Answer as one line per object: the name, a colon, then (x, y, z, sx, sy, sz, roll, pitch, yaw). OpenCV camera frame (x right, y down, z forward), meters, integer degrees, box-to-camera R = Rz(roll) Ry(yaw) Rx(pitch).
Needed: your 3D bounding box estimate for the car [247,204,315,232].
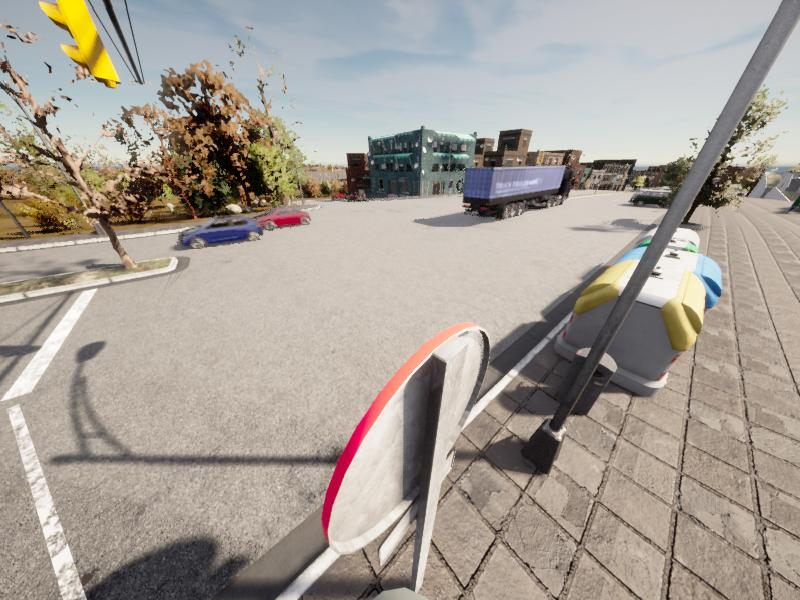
car: (-9.275, -6.568, 18.214, 4.181, 1.385, 1.994, -22, 36, -34)

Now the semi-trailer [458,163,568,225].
semi-trailer: (11.548, -10.824, 22.652, 14.254, 4.402, 2.717, -23, 36, -34)

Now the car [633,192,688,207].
car: (36.754, -14.328, 32.812, 4.674, 1.452, 2.002, 17, 33, 25)

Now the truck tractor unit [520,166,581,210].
truck tractor unit: (17.635, -13.288, 27.098, 6.516, 4.208, 3.053, -22, 36, -34)

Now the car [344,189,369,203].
car: (-7.687, -18.245, 40.559, 3.866, 1.878, 1.905, 14, 31, 33)

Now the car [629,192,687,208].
car: (34.472, -13.468, 31.109, 4.674, 1.452, 2.002, 17, 32, 25)

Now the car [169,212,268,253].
car: (-10.606, -4.158, 13.777, 4.193, 1.474, 1.816, -22, 36, -35)

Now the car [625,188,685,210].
car: (32.099, -12.864, 29.311, 4.442, 1.987, 1.878, 17, 33, 25)
